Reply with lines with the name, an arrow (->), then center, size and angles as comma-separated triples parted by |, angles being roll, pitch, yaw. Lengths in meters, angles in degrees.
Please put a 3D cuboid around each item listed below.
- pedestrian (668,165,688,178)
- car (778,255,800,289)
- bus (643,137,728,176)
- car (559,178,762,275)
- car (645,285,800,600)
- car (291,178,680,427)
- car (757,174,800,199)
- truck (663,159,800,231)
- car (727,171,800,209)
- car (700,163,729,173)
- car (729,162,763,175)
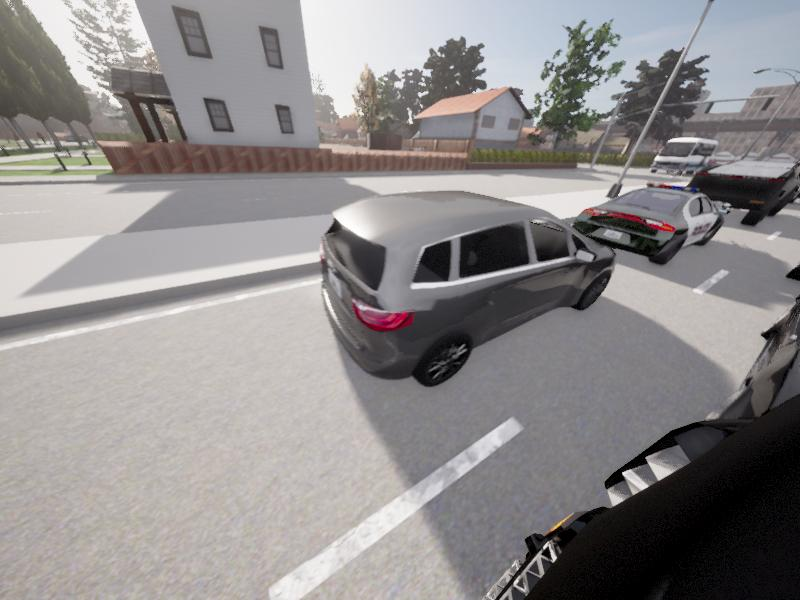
pedestrian -> 32.474, -15.011, 26.983 | 0.751, 1.300, 0.751 | -14, 37, -22
car -> 10.460, -1.131, 4.575 | 4.553, 1.767, 2.097 | -16, 38, -25
bus -> 40.457, -20.304, 32.750 | 10.273, 4.253, 3.944 | -16, 38, -25
car -> 7.135, -2.317, 6.357 | 4.974, 1.542, 2.038 | -16, 38, -25
car -> 4.453, 0.798, 1.773 | 4.718, 1.301, 1.895 | -16, 38, -25
car -> 1.219, -0.676, 3.416 | 4.611, 1.667, 2.242 | -16, 38, -25
car -> 29.309, -8.585, 17.293 | 4.718, 1.301, 1.895 | -16, 38, -25
truck -> 14.754, -4.736, 9.928 | 6.274, 2.098, 2.390 | -16, 38, -25
car -> 22.391, -6.695, 13.832 | 4.974, 1.542, 2.038 | -16, 38, -25
car -> 56.769, -23.892, 41.684 | 4.181, 1.385, 1.994 | -16, 38, -25
car -> 58.600, -22.332, 39.132 | 4.553, 1.767, 2.097 | -16, 38, -25
